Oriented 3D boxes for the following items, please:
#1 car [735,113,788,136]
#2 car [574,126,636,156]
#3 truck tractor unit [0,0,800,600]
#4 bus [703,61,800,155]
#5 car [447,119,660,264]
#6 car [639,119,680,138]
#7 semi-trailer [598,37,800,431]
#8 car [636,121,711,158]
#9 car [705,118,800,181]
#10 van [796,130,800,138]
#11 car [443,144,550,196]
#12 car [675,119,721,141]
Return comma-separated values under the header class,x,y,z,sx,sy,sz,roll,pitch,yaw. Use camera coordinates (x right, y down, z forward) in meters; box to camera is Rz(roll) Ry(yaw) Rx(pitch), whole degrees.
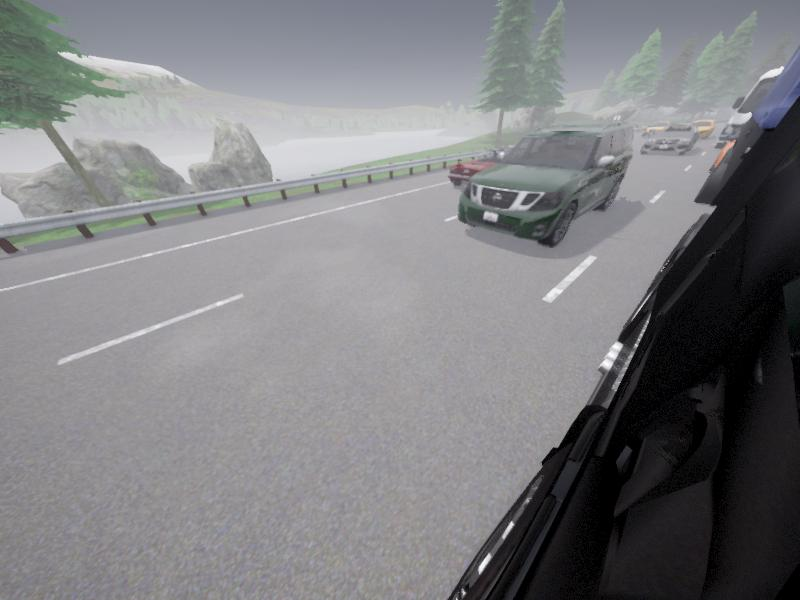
class,x,y,z,sx,sy,sz,roll,pitch,yaw
car,37.266,-18.078,23.803,4.611,1.667,2.242,-26,43,-27
car,15.183,-11.821,17.084,4.514,1.525,2.007,-29,44,-30
truck tractor unit,2.645,-0.295,0.351,6.516,4.208,3.053,-28,44,-30
bus,26.071,-13.253,15.976,10.273,4.253,3.944,-30,44,-29
car,3.935,-3.150,5.869,5.566,2.045,2.150,-29,44,-29
car,30.074,-19.894,26.772,5.366,1.575,1.801,-27,43,-29
semi-trailer,8.660,-3.645,4.245,14.254,4.402,2.717,-29,44,-30
car,18.225,-10.752,15.380,5.027,1.651,2.152,-29,44,-30
car,15.484,-6.562,9.866,4.553,1.767,2.097,-29,44,-30
van,36.559,-15.241,19.818,4.442,1.987,1.775,-27,43,-29
car,4.216,-5.754,9.945,4.718,1.301,1.895,-29,44,-30
car,28.922,-16.516,22.396,5.008,1.535,1.882,-28,44,-30
